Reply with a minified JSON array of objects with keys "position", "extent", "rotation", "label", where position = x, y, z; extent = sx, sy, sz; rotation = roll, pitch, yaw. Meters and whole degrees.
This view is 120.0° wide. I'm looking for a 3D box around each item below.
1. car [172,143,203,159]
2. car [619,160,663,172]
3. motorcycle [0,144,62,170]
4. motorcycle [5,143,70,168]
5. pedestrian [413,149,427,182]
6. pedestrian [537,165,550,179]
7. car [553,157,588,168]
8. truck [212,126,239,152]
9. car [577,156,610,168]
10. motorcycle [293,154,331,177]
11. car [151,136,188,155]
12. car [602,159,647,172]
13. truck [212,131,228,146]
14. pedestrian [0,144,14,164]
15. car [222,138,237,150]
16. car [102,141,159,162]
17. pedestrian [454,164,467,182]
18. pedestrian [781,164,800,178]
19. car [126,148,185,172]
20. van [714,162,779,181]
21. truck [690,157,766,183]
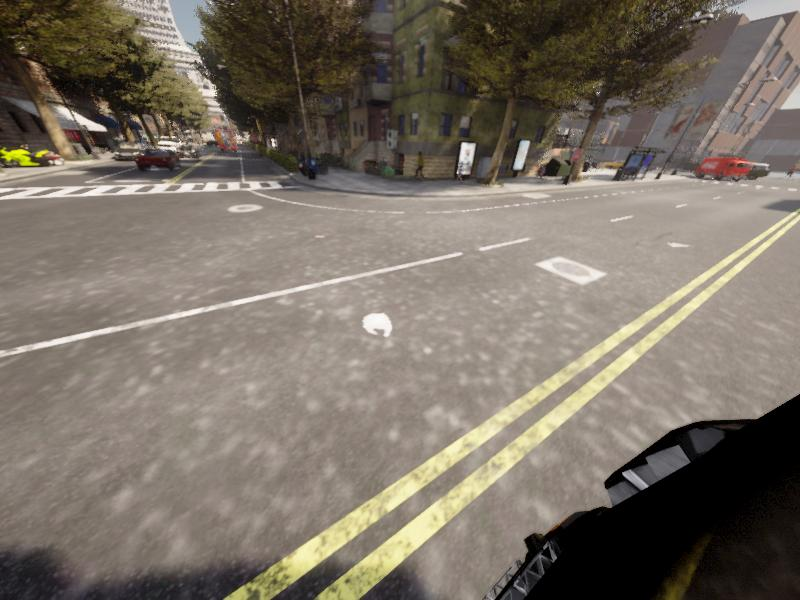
[{"position":[-25.405,-17.947,27.752],"extent":[1.970,1.475,3.806],"rotation":[-16,38,-25],"label":"car"},{"position":[43.452,-24.217,41.744],"extent":[2.128,1.511,4.902],"rotation":[-16,38,-25],"label":"car"},{"position":[-23.047,-8.830,14.273],"extent":[0.803,1.145,2.033],"rotation":[28,40,17],"label":"motorcycle"},{"position":[-23.491,-9.411,15.040],"extent":[0.856,1.236,1.805],"rotation":[20,37,24],"label":"motorcycle"},{"position":[1.335,-9.151,15.721],"extent":[0.751,1.860,0.751],"rotation":[0,34,-4],"label":"pedestrian"},{"position":[12.614,-11.277,20.346],"extent":[0.500,1.100,0.500],"rotation":[-16,38,-25],"label":"pedestrian"},{"position":[33.425,-27.181,45.479],"extent":[2.097,1.535,5.008],"rotation":[-16,38,-26],"label":"car"},{"position":[-34.311,-31.831,45.823],"extent":[2.891,3.827,8.468],"rotation":[-16,38,-25],"label":"truck"},{"position":[39.548,-28.303,47.344],"extent":[2.097,1.767,4.553],"rotation":[-16,38,-25],"label":"car"},{"position":[-6.180,-9.614,16.512],"extent":[0.764,1.277,2.356],"rotation":[10,33,29],"label":"motorcycle"},{"position":[-32.871,-22.266,33.210],"extent":[2.435,2.045,5.566],"rotation":[-16,38,-26],"label":"car"},{"position":[39.784,-24.016,41.128],"extent":[1.801,1.575,5.366],"rotation":[-16,38,-25],"label":"car"},{"position":[-62.845,-56.555,80.907],"extent":[2.891,3.827,8.468],"rotation":[-16,38,-25],"label":"truck"},{"position":[-27.153,-10.103,15.230],"extent":[0.751,1.860,0.751],"rotation":[-9,36,-17],"label":"pedestrian"},{"position":[-39.033,-35.760,52.988],"extent":[2.150,2.045,5.566],"rotation":[-16,38,-26],"label":"car"},{"position":[-26.352,-14.706,22.853],"extent":[2.231,1.521,4.892],"rotation":[-16,38,-26],"label":"car"},{"position":[4.322,-9.079,16.499],"extent":[0.500,1.100,0.500],"rotation":[-8,35,-15],"label":"pedestrian"},{"position":[61.797,-20.299,36.474],"extent":[0.751,1.860,0.751],"rotation":[-13,37,-22],"label":"pedestrian"},{"position":[-18.238,-10.669,17.504],"extent":[1.895,1.301,4.718],"rotation":[-16,38,-25],"label":"car"},{"position":[49.343,-18.470,33.055],"extent":[2.069,2.038,4.480],"rotation":[-16,38,-25],"label":"van"},{"position":[41.938,-16.937,29.896],"extent":[2.627,2.467,5.204],"rotation":[12,34,12],"label":"truck"}]
